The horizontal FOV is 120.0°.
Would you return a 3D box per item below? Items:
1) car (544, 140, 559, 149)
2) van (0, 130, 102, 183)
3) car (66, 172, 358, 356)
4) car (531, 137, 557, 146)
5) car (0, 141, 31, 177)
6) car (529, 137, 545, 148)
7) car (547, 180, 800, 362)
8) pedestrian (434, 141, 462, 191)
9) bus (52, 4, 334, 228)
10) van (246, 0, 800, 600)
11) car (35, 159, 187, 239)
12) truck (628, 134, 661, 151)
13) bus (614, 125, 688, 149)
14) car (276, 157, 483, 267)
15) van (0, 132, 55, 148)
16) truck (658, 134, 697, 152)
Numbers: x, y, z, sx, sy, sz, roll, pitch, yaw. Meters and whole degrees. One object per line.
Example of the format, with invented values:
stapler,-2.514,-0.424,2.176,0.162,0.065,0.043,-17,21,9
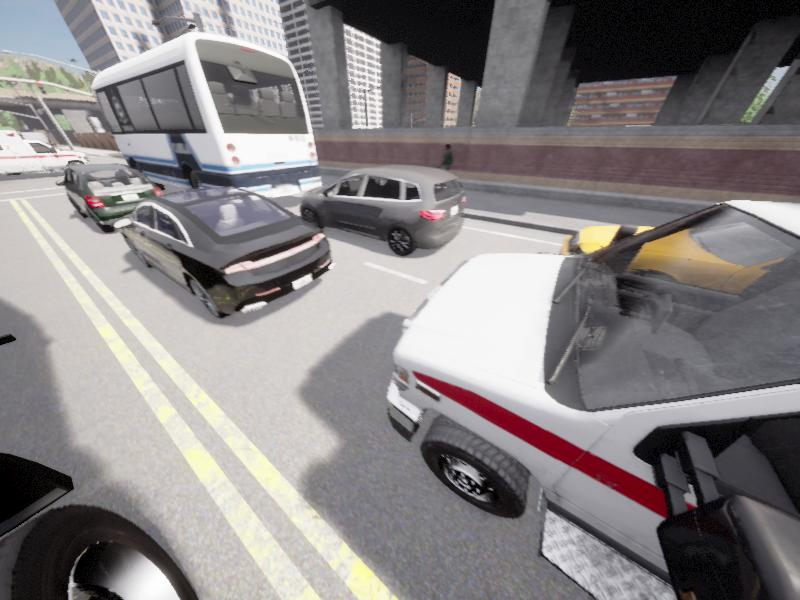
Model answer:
car,31.154,-32.098,47.520,1.816,1.474,4.193,21,40,26
van,-23.416,-8.519,13.653,2.351,2.431,6.366,20,40,26
car,-3.415,-1.211,4.257,4.902,1.511,2.128,21,40,26
car,39.250,-43.261,63.045,5.566,2.045,2.150,21,40,27
car,-27.128,-8.701,14.357,1.905,1.878,3.866,20,40,26
car,29.034,-33.341,48.931,1.905,1.878,3.866,21,40,26
car,5.316,-0.344,3.014,5.366,1.575,1.801,21,40,26
pedestrian,2.153,-6.062,10.488,0.751,1.860,0.751,21,40,26
bus,-8.101,-6.451,9.237,10.273,4.253,3.944,21,40,26
van,2.956,0.836,0.617,6.366,2.431,2.351,21,40,26
car,-8.797,-3.275,7.099,3.705,1.549,1.789,21,40,26
truck,44.123,-28.647,41.888,2.615,2.467,5.204,21,40,26
bus,56.877,-37.489,53.092,10.273,4.253,3.944,21,40,27
car,-0.614,-2.635,6.132,4.611,1.667,2.242,21,40,26
van,-77.932,-33.385,48.202,1.988,2.561,5.915,4,36,6
truck,47.728,-27.269,39.967,2.615,2.467,5.204,21,40,26
